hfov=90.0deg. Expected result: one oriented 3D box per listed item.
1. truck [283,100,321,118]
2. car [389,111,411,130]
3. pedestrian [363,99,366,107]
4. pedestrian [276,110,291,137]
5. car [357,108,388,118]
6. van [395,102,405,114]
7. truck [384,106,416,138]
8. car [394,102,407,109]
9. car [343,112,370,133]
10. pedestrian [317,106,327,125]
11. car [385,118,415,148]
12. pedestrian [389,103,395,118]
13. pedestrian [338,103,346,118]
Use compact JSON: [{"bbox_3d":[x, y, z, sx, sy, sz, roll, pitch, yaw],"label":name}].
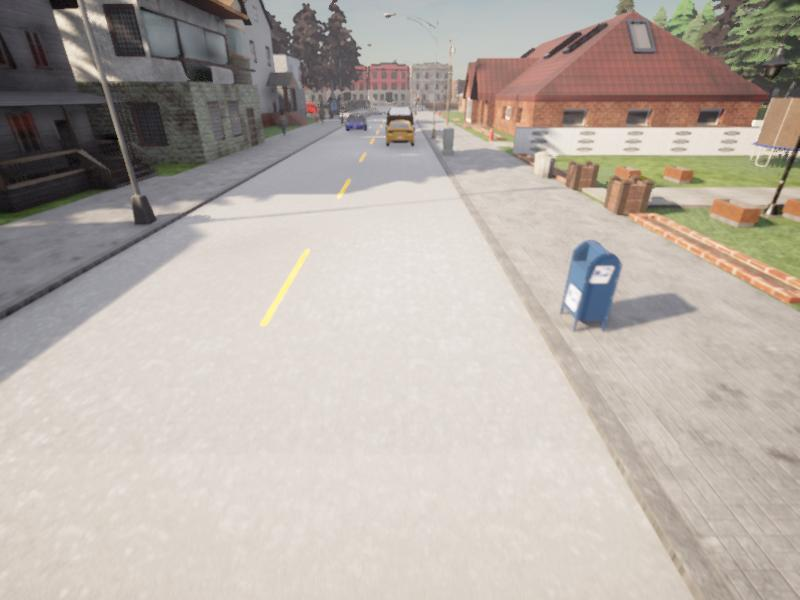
[{"bbox_3d":[-15.584,-30.370,63.658,5.204,2.467,2.627,0,27,0],"label":"truck"},{"bbox_3d":[0.000,-18.444,40.925,2.128,1.511,4.902,0,27,0],"label":"car"},{"bbox_3d":[-9.219,-50.607,102.977,0.751,1.860,0.751,-3,27,-5],"label":"pedestrian"},{"bbox_3d":[-8.998,-13.642,30.942,0.751,1.860,0.751,1,27,2],"label":"pedestrian"},{"bbox_3d":[-4.439,-30.619,65.375,4.718,1.301,1.895,-15,31,-27],"label":"car"},{"bbox_3d":[0.020,-37.826,78.655,1.775,1.987,4.442,0,27,0],"label":"van"},{"bbox_3d":[0.007,-15.174,33.909,2.390,2.098,6.274,0,27,0],"label":"truck"},{"bbox_3d":[0.099,-49.614,102.114,1.801,1.575,5.366,8,28,15],"label":"car"},{"bbox_3d":[-3.981,-16.544,37.222,2.007,1.525,4.514,0,27,0],"label":"car"},{"bbox_3d":[-8.509,-20.228,43.773,0.751,1.860,0.751,5,28,10],"label":"pedestrian"},{"bbox_3d":[0.009,-11.515,27.395,1.882,1.535,5.008,0,27,0],"label":"car"},{"bbox_3d":[-1.191,-27.915,58.951,0.751,1.860,0.751,-8,28,-15],"label":"pedestrian"},{"bbox_3d":[-8.270,-27.035,57.019,0.751,1.860,0.751,13,30,24],"label":"pedestrian"}]
